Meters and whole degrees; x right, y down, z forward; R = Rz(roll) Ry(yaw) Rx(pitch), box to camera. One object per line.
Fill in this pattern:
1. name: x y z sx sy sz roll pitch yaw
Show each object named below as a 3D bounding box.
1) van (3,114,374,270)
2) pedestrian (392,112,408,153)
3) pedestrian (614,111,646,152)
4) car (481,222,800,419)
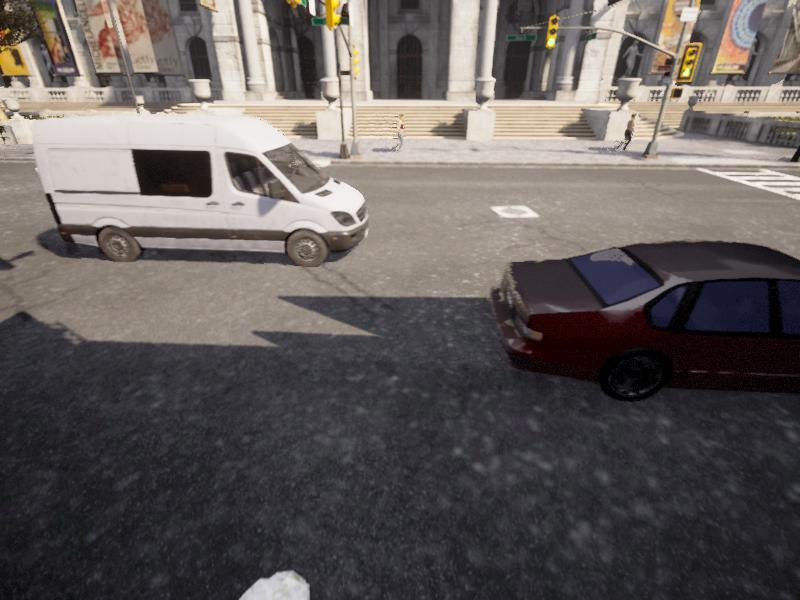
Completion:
1. van: -3.623 -2.244 7.986 5.915 2.561 1.988 2 28 3
2. pedestrian: 0.029 -8.417 20.125 0.751 1.860 0.751 2 28 3
3. pedestrian: 11.746 -8.630 20.512 0.751 1.860 0.751 -2 28 -5
4. car: 3.832 0.114 4.703 5.357 1.411 2.033 2 28 3
